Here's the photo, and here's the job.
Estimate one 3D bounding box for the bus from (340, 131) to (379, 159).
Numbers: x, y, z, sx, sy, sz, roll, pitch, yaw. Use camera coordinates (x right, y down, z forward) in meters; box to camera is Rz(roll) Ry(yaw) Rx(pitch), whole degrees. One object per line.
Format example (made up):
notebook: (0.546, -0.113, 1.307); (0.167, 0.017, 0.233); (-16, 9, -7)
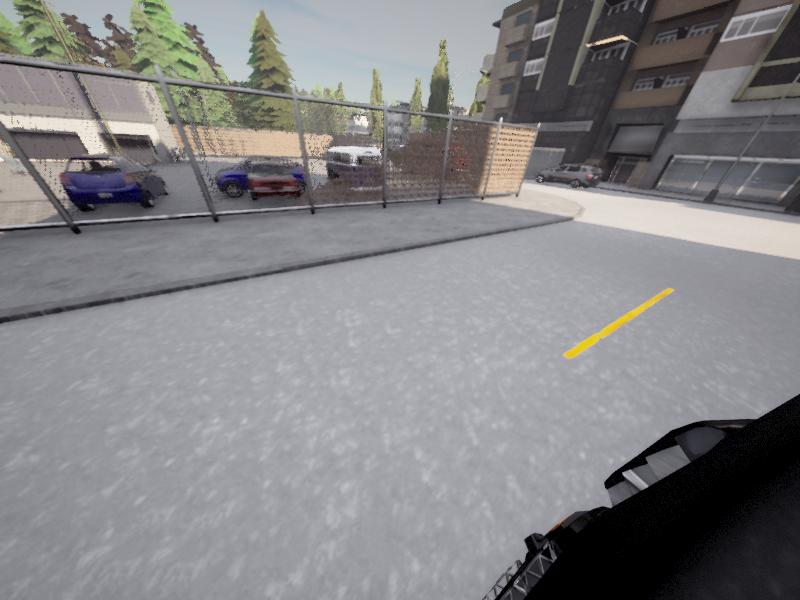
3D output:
bus: (-7.739, -31.334, 46.738); (3.944, 4.253, 10.273); (8, 35, 10)

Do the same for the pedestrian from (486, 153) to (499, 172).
pedestrian: (11.156, -16.603, 27.928); (0.751, 1.860, 0.751); (-11, 36, -20)

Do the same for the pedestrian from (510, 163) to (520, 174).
pedestrian: (13.022, -14.890, 26.176); (0.500, 1.100, 0.500); (-25, 43, -35)

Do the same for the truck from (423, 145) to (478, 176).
truck: (5.085, -14.763, 24.373); (2.627, 2.467, 5.204); (-16, 38, -26)

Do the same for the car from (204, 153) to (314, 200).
car: (-6.142, -5.606, 10.415); (3.705, 1.547, 1.789); (-16, 38, -26)

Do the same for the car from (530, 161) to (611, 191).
car: (13.727, -10.289, 19.006); (2.242, 1.667, 4.611); (-16, 38, -26)
